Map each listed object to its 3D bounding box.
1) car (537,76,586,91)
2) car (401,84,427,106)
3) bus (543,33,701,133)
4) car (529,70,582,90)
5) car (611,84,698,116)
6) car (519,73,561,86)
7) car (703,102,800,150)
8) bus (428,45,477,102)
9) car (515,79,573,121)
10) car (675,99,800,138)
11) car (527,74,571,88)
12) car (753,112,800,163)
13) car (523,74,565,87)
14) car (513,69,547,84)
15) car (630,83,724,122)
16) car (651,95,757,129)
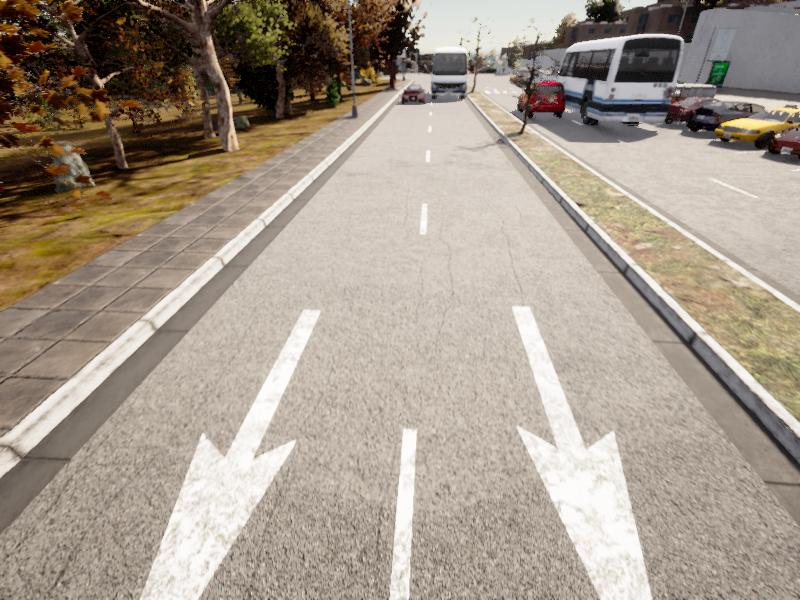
[{"bbox_3d":[19.364,-26.080,48.155,4.892,1.521,2.231,-8,32,-14],"label":"car"},{"bbox_3d":[1.217,-17.586,34.236,1.994,1.385,4.181,2,31,4],"label":"car"},{"bbox_3d":[12.105,-13.015,23.826,3.944,4.253,10.273,2,31,4],"label":"bus"},{"bbox_3d":[19.605,-27.834,50.591,5.566,2.045,2.435,-8,32,-14],"label":"car"},{"bbox_3d":[17.564,-13.902,27.709,4.553,1.767,2.185,-8,32,-14],"label":"car"},{"bbox_3d":[20.414,-32.213,58.415,5.366,1.575,1.946,-8,32,-14],"label":"car"},{"bbox_3d":[16.533,-7.663,17.507,5.366,1.575,1.946,-8,32,-14],"label":"car"},{"bbox_3d":[4.812,-22.096,38.905,3.944,4.253,10.273,2,31,4],"label":"bus"},{"bbox_3d":[9.413,-13.486,26.764,2.150,2.045,5.566,2,31,4],"label":"car"},{"bbox_3d":[16.958,-9.188,20.145,4.792,1.488,2.163,-8,32,-14],"label":"car"},{"bbox_3d":[19.801,-29.137,53.260,5.008,1.535,2.097,-8,32,-14],"label":"car"},{"bbox_3d":[16.461,-6.140,15.004,4.792,1.488,2.163,-8,32,-14],"label":"car"},{"bbox_3d":[20.009,-30.662,55.818,4.892,1.521,2.231,-8,32,-14],"label":"car"},{"bbox_3d":[20.567,-35.406,63.336,4.442,1.987,1.878,-8,32,-14],"label":"car"},{"bbox_3d":[17.263,-12.436,25.075,4.442,1.987,1.878,-8,32,-14],"label":"car"},{"bbox_3d":[17.146,-10.702,22.696,4.674,1.452,2.002,-8,32,-14],"label":"car"}]
